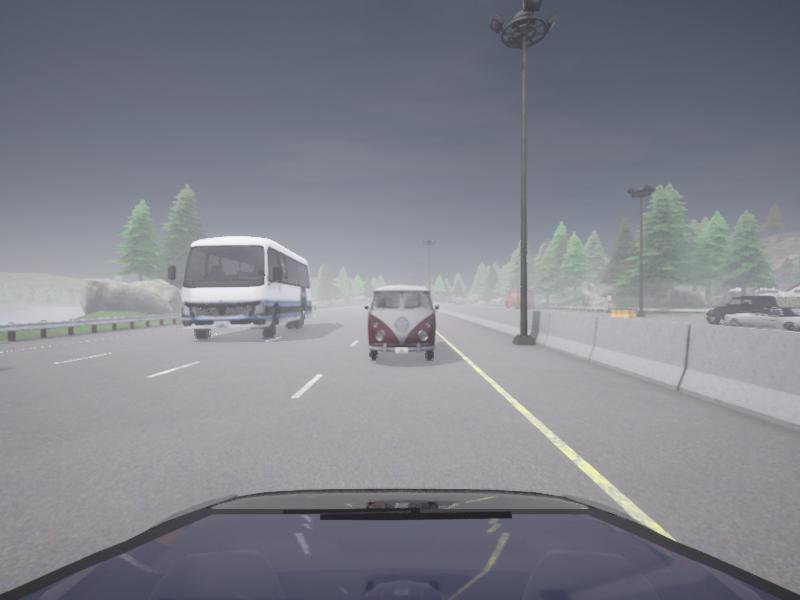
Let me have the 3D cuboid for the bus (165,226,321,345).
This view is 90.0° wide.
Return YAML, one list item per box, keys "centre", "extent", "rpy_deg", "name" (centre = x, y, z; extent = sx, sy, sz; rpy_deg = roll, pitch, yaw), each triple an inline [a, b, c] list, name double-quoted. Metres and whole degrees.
- centre: [-6.707, -0.515, 19.660]
  extent: [3.944, 4.253, 10.273]
  rpy_deg: [-1, 0, -3]
  name: "bus"

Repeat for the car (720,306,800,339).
- centre: [17.581, 0.963, 18.419]
  extent: [1.895, 1.301, 4.718]
  rpy_deg: [0, 0, 0]
  name: "car"

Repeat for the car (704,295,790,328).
- centre: [21.106, 0.670, 24.576]
  extent: [1.905, 1.878, 3.866]
  rpy_deg: [0, 0, 0]
  name: "car"

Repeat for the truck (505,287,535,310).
- centre: [21.302, -0.253, 71.717]
  extent: [2.891, 3.827, 8.468]
  rpy_deg: [0, 0, 0]
  name: "truck"

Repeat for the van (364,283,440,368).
- centre: [0.052, 0.612, 11.630]
  extent: [1.775, 1.987, 4.442]
  rpy_deg: [0, 0, 0]
  name: "van"
